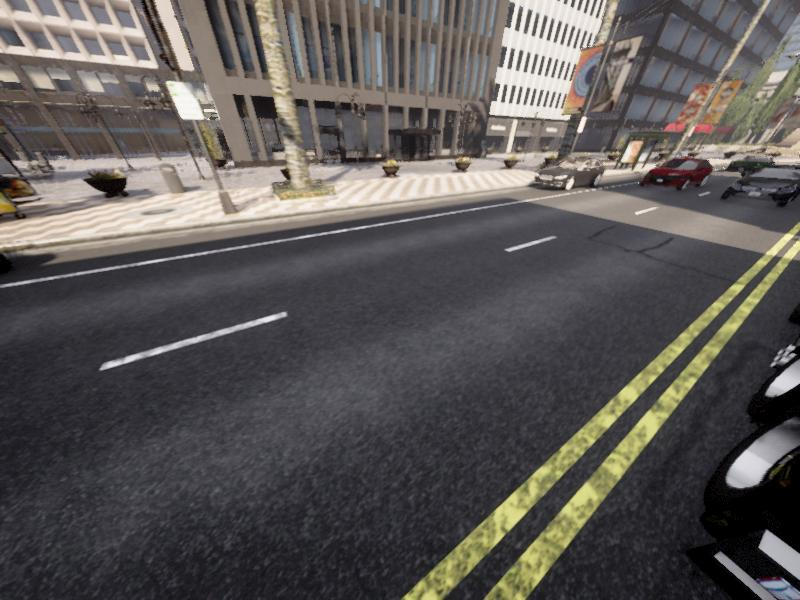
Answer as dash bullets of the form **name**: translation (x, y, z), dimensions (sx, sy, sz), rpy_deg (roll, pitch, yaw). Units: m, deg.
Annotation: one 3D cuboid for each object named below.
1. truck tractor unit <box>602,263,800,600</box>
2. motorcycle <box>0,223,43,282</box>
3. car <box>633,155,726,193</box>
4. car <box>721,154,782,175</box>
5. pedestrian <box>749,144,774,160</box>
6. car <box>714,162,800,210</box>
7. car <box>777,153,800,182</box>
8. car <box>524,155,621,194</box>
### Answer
- **truck tractor unit**: translation (5.114, -0.295, 0.788), dimensions (6.516, 4.208, 3.053), rpy_deg (-18, 39, -24)
- **motorcycle**: translation (-8.971, -1.040, 4.357), dimensions (2.356, 1.277, 0.764), rpy_deg (0, 35, 0)
- **car**: translation (16.509, -7.523, 13.643), dimensions (5.008, 1.535, 1.882), rpy_deg (-18, 39, -24)
- **car**: translation (31.601, -12.228, 20.764), dimensions (4.718, 1.301, 1.895), rpy_deg (-17, 38, -23)
- **pedestrian**: translation (49.486, -20.238, 31.651), dimensions (0.751, 1.860, 0.751), rpy_deg (-3, 35, -5)
- **car**: translation (17.030, -5.348, 10.602), dimensions (4.674, 1.442, 1.812), rpy_deg (-18, 39, -24)
- **car**: translation (29.875, -9.651, 16.520), dimensions (3.866, 1.878, 1.905), rpy_deg (-17, 39, -24)
- **car**: translation (10.022, -7.446, 13.475), dimensions (4.892, 1.521, 2.231), rpy_deg (-18, 39, -24)
